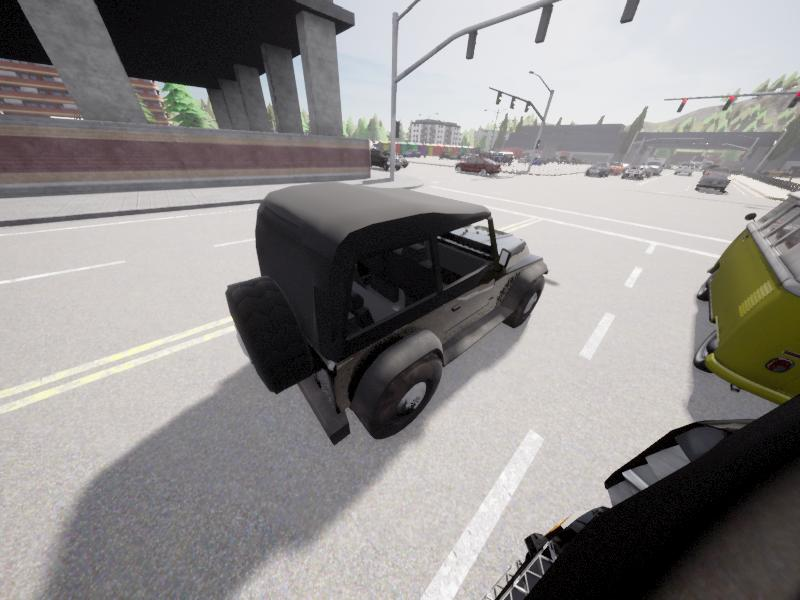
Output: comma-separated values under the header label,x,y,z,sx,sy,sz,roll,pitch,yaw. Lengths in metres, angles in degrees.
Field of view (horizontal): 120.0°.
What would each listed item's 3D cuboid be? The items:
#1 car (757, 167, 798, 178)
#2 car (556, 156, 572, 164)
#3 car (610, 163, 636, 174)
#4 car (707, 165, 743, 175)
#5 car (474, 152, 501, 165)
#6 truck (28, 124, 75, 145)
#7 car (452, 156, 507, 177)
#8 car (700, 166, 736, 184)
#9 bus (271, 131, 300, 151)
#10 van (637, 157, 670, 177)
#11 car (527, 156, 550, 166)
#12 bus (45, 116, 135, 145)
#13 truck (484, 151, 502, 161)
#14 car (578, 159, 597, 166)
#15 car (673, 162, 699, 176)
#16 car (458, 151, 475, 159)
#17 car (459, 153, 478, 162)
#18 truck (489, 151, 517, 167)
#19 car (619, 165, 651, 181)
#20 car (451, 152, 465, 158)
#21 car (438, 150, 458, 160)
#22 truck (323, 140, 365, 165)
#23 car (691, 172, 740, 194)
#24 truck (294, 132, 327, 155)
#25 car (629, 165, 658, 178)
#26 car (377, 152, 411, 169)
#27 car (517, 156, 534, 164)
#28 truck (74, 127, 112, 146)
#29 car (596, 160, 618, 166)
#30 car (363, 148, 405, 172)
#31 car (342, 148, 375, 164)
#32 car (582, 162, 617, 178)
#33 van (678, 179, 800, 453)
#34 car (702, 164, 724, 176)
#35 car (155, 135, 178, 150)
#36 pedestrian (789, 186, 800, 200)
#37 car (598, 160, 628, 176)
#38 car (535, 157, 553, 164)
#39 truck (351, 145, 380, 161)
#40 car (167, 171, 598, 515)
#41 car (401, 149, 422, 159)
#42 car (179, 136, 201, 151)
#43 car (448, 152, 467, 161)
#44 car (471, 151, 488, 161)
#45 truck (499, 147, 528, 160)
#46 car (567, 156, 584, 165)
label,x,y,z,sx,sy,sz,roll,pitch,yaw
car,88.498,-30.032,54.289,1.932,1.855,4.605,-25,42,-35
car,44.847,-38.337,63.197,3.866,1.878,1.905,-24,42,-35
car,37.943,-22.425,39.317,4.792,1.488,2.163,-24,42,-35
car,80.433,-32.317,57.326,2.033,1.649,4.856,-25,42,-35
car,15.566,-25.132,41.047,4.605,1.855,1.932,-24,42,-35
truck,-54.988,-26.153,36.655,2.615,2.467,5.204,-24,42,-35
car,8.206,-14.131,24.388,1.882,1.535,5.008,-25,42,-35
car,42.213,-16.746,30.799,4.553,1.767,2.097,-24,42,-35
bus,-32.219,-44.644,64.838,3.944,4.253,10.273,-21,40,-32
van,41.804,-21.981,38.087,6.366,2.431,2.351,-24,42,-35
car,28.809,-28.837,47.952,4.611,1.667,2.242,-24,42,-35
bus,-65.299,-36.021,49.412,10.273,4.253,3.944,-24,42,-35
truck,24.206,-37.498,60.180,4.478,2.038,2.069,-24,42,-35
car,57.002,-41.860,70.154,1.970,1.475,3.806,-24,42,-34
car,52.882,-24.258,42.716,5.566,2.045,2.150,-24,42,-35
car,18.745,-41.006,65.222,4.605,1.855,1.932,-24,42,-35
car,14.790,-30.847,50.042,3.806,1.475,1.970,-24,42,-35
truck,17.529,-23.964,39.265,4.478,2.038,2.069,-24,42,-35
car,29.843,-16.169,29.270,3.806,1.475,1.970,-24,42,-35
car,16.877,-42.123,67.145,3.905,1.438,1.784,-24,42,-35
car,11.088,-33.479,53.290,4.605,1.855,1.932,-24,42,-35
truck,-7.125,-18.767,29.365,2.627,2.467,5.204,-25,42,-35
car,28.978,-10.832,21.235,5.357,1.411,2.033,-23,41,-33
truck,-18.901,-32.917,48.569,2.891,3.827,8.468,-25,42,-35
car,35.224,-18.566,33.392,4.181,1.385,1.994,-24,42,-35
car,-0.826,-17.111,28.252,1.816,1.474,4.193,-25,42,-35
car,29.934,-33.421,55.080,3.806,1.475,1.970,-24,42,-35
truck,-51.753,-27.612,39.103,2.615,2.467,5.204,-24,42,-35
car,64.511,-42.652,71.999,1.895,1.301,4.718,-23,42,-34
car,-1.825,-15.027,24.672,1.932,1.855,4.605,-25,42,-35
car,-5.934,-20.539,32.878,1.930,1.638,5.238,-25,42,-35
car,26.358,-17.230,30.470,4.856,1.649,2.033,-24,42,-35
van,5.428,-0.142,2.783,4.442,1.987,1.775,-24,42,-35
car,63.702,-26.520,47.106,3.866,1.878,1.905,-24,42,-35
car,-37.491,-25.263,37.122,1.905,1.878,3.866,-24,42,-35
pedestrian,29.400,-8.104,16.404,0.751,1.860,0.751,18,36,21
car,32.223,-19.959,34.879,4.553,1.767,2.097,-24,42,-35
car,38.210,-37.158,61.334,5.357,1.415,2.033,-24,42,-35
truck,-5.908,-24.740,38.798,2.390,2.098,6.274,-17,38,-27
car,0.275,-0.347,2.785,3.866,1.878,1.905,-24,42,-35
car,2.689,-33.625,53.176,4.611,1.667,2.242,-24,42,-35
car,-35.284,-26.259,38.791,1.905,1.878,3.866,-24,42,-35
car,12.885,-32.144,51.795,3.905,1.438,1.784,-24,42,-35
car,19.415,-35.257,56.611,3.866,1.878,1.905,-24,42,-35
truck,41.485,-53.739,84.668,2.891,3.827,8.468,-23,41,-33
car,46.713,-37.051,61.396,4.605,1.855,1.932,-24,42,-35
